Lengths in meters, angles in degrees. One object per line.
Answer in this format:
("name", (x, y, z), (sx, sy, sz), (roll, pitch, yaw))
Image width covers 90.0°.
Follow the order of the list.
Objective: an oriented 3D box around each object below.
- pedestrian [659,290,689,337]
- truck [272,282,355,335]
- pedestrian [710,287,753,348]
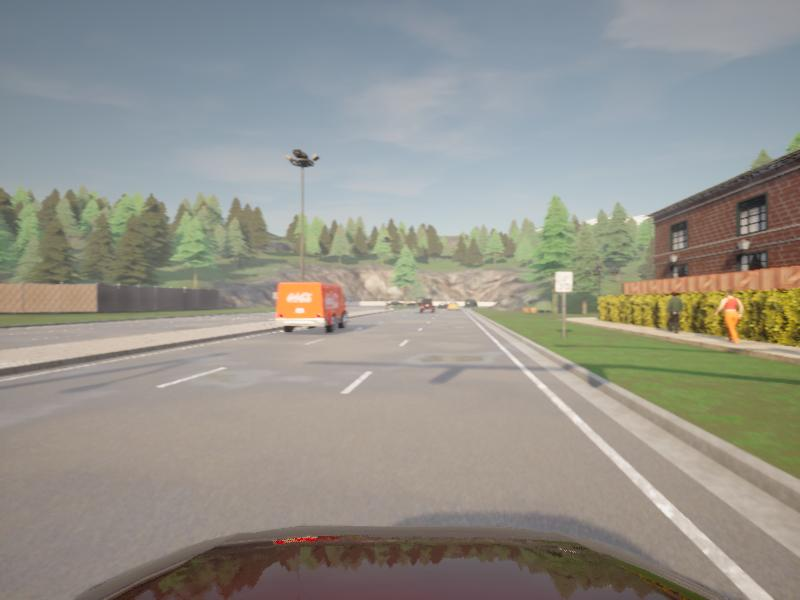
("pedestrian", (11.131, 0.546, 16.280), (0.751, 1.860, 0.751), (0, 0, 6))
("truck", (-4.332, 0.394, 21.170), (2.627, 2.467, 5.204), (0, 0, 8))
("pedestrian", (10.425, 0.536, 12.603), (0.751, 1.860, 0.751), (0, 0, 7))
